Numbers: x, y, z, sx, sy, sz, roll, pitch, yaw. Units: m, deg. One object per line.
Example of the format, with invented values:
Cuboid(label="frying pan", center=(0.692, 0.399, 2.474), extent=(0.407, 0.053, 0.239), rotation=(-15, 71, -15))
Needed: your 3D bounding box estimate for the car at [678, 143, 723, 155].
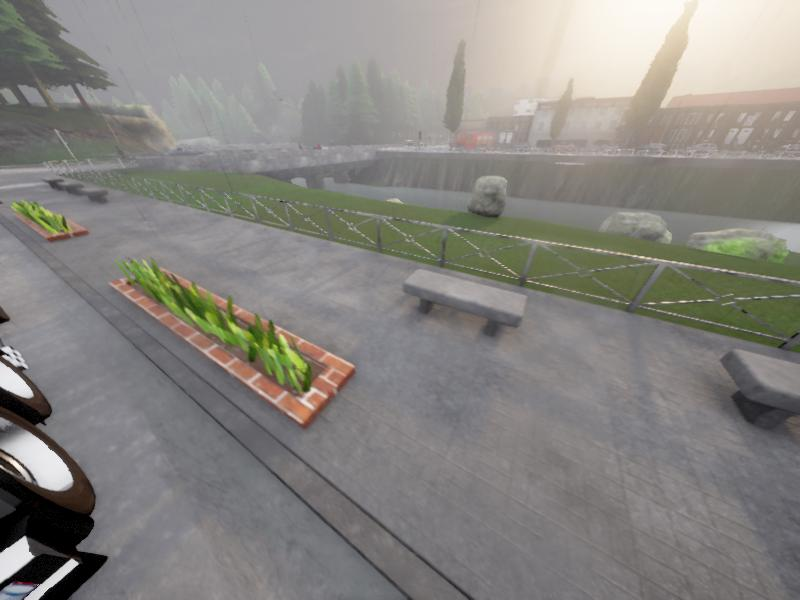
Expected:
Cuboid(label="car", center=(49.187, -24.798, 37.937), extent=(3.806, 1.475, 1.970), rotation=(18, 39, 25))

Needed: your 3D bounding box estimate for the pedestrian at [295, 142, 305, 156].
Cuboid(label="pedestrian", center=(-15.935, -24.146, 36.898), extent=(0.751, 1.860, 0.751), rotation=(17, 38, 23))

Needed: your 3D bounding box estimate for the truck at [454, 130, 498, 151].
Cuboid(label="truck", center=(17.046, -36.240, 52.523), extent=(8.468, 3.827, 2.891), rotation=(18, 39, 24))

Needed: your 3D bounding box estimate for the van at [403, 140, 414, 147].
Cuboid(label="van", center=(2.901, -53.556, 79.029), extent=(2.069, 2.038, 4.480), rotation=(18, 39, 24))

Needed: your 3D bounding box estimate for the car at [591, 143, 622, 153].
Cuboid(label="car", center=(38.384, -28.319, 43.063), extent=(3.806, 1.475, 1.970), rotation=(18, 39, 24))

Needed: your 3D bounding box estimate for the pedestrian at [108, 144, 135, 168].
Cuboid(label="pedestrian", center=(-26.423, -13.672, 21.930), extent=(0.751, 1.860, 0.751), rotation=(18, 39, 24))

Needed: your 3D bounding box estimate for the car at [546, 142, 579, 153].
Cuboid(label="car", center=(32.191, -30.400, 45.965), extent=(5.027, 1.651, 2.152), rotation=(18, 39, 24))

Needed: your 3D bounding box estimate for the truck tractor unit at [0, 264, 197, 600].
Cuboid(label="truck tractor unit", center=(-5.120, -0.289, 0.791), extent=(6.516, 4.208, 3.053), rotation=(18, 39, 24))

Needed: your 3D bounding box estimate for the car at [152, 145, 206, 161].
Cuboid(label="car", center=(-30.343, -20.319, 31.897), extent=(2.242, 1.667, 4.611), rotation=(18, 39, 24))

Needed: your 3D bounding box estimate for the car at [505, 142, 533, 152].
Cuboid(label="car", center=(25.276, -32.658, 49.249), extent=(4.856, 1.649, 2.033), rotation=(18, 39, 24))

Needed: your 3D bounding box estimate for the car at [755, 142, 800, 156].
Cuboid(label="car", center=(57.434, -22.179, 33.979), extent=(5.238, 1.638, 1.930), rotation=(17, 39, 25))

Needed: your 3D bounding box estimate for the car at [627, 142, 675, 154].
Cuboid(label="car", center=(43.760, -26.637, 40.470), extent=(5.238, 1.638, 1.930), rotation=(18, 39, 24))

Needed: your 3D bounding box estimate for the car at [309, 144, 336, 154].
Cuboid(label="car", center=(-15.451, -30.503, 46.526), extent=(2.038, 1.542, 4.974), rotation=(18, 39, 24))

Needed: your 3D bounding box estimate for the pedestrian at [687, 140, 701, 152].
Cuboid(label="pedestrian", center=(53.685, -28.177, 42.218), extent=(0.751, 1.860, 0.751), rotation=(27, 43, 33))

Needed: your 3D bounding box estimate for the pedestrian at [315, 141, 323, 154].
Cuboid(label="pedestrian", center=(-14.098, -26.551, 40.335), extent=(0.751, 1.860, 0.751), rotation=(24, 41, 30))
